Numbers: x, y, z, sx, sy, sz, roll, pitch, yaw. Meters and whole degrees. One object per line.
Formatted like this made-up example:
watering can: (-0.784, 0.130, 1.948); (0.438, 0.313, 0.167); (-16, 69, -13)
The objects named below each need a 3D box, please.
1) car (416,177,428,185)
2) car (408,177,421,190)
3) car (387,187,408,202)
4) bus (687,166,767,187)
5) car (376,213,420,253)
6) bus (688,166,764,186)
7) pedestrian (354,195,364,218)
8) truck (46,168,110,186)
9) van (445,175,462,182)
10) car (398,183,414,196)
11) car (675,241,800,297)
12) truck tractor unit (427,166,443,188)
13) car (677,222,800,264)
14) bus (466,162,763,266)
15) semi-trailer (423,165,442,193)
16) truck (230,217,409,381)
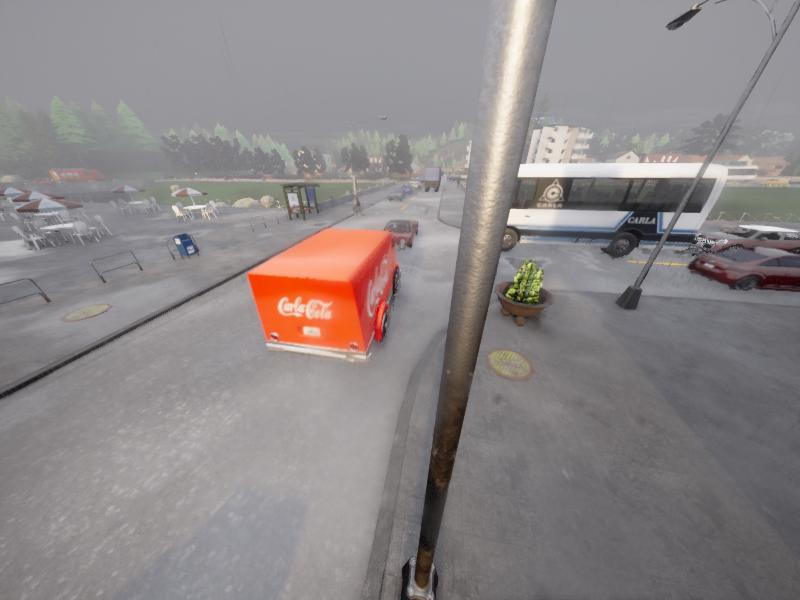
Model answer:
car: (6.069, -32.842, 63.455); (1.930, 1.638, 5.238); (10, 32, 17)
car: (3.131, -24.952, 49.389); (2.150, 2.045, 5.566); (5, 30, 9)
car: (-0.263, -14.968, 32.743); (2.033, 1.411, 5.357); (5, 30, 9)
bus: (79.081, -30.206, 56.273); (10.273, 4.253, 3.944); (5, 30, 9)
car: (0.065, -4.361, 14.470); (1.895, 1.301, 4.718); (5, 30, 9)
bus: (82.696, -31.796, 59.024); (10.273, 4.253, 3.944); (5, 30, 9)
pedestrian: (-3.755, -8.531, 21.080); (0.751, 1.860, 0.751); (-5, 30, -8)
truck: (-82.448, -31.830, 59.511); (2.891, 3.827, 8.468); (5, 30, 9)
van: (16.317, -37.162, 70.594); (4.442, 1.987, 1.775); (12, 32, 19)
car: (1.083, -18.878, 39.384); (2.007, 1.525, 4.514); (5, 30, 9)
car: (14.402, -1.238, 8.988); (4.181, 1.385, 1.994); (5, 30, 9)
truck tractor unit: (8.149, -28.575, 53.490); (3.053, 4.208, 6.516); (5, 31, 9)
car: (17.843, -3.017, 11.961); (3.806, 1.475, 1.970); (5, 30, 8)
bus: (9.322, -4.873, 12.401); (10.273, 4.253, 3.944); (5, 30, 8)
semi-trailer: (6.781, -24.765, 46.688); (2.717, 4.402, 14.254); (5, 30, 9)
truck: (-1.411, -0.677, 6.919); (2.627, 2.467, 5.204); (5, 31, 9)
